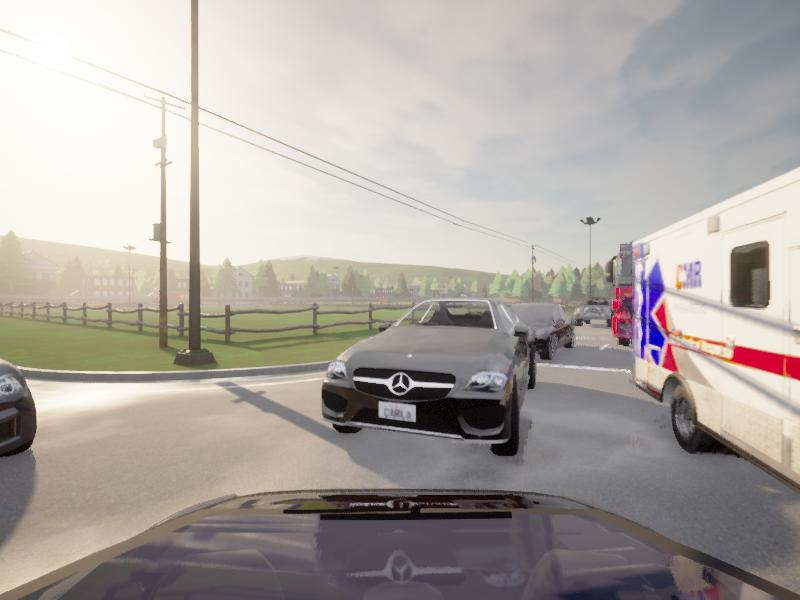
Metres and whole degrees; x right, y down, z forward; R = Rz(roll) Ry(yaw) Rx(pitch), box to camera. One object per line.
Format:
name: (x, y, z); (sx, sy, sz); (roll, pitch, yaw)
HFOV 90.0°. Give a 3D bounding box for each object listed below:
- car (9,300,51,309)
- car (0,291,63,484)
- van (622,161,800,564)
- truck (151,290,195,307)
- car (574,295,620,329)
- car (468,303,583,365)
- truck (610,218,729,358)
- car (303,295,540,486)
car: (-65.159, 0.772, 70.554); (1.930, 1.638, 5.238); (0, 0, 34)
car: (-5.798, 0.756, 4.019); (4.611, 1.667, 2.242); (0, 0, 30)
van: (3.692, 0.378, 2.658); (2.351, 2.431, 6.366); (0, 0, 15)
truck: (-53.323, -0.324, 94.221); (2.891, 3.827, 8.468); (0, 0, 34)
car: (12.050, 0.655, 24.322); (1.932, 1.855, 4.605); (0, -1, 34)
car: (4.076, 0.851, 12.371); (2.163, 1.488, 4.792); (0, 0, 33)
truck: (10.166, -0.321, 15.255); (2.891, 3.827, 8.468); (0, 0, 34)
car: (0.900, 0.780, 6.180); (2.152, 1.651, 5.027); (0, 0, 22)
